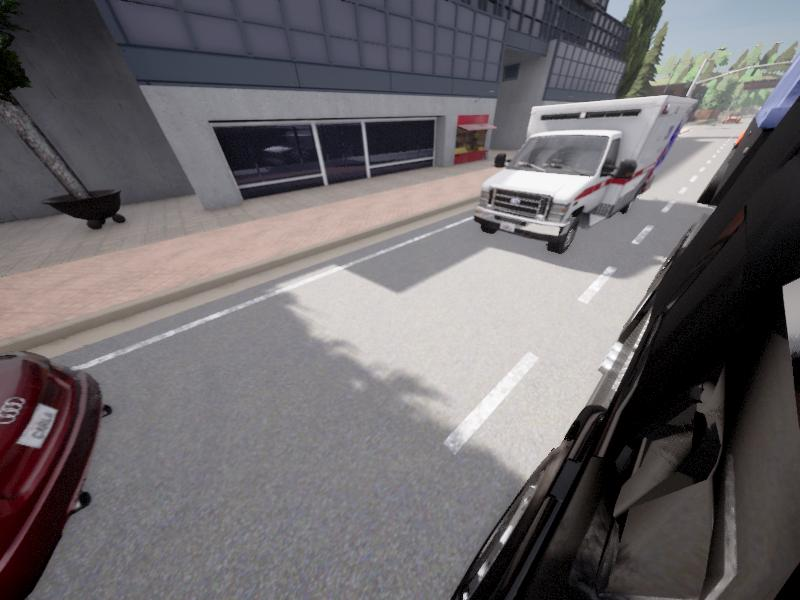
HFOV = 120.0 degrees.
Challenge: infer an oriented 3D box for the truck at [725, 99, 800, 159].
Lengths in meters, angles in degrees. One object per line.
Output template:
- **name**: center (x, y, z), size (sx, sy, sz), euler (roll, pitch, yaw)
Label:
- **truck**: center (21.871, -9.884, 13.291), size (5.204, 2.467, 2.627), euler (-28, 44, -30)

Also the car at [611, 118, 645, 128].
- **car**: center (49.113, -38.115, 49.852), size (2.163, 1.488, 4.792), euler (-29, 44, -30)

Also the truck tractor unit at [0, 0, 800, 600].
- **truck tractor unit**: center (2.645, -0.295, 0.351), size (6.516, 4.208, 3.053), euler (-28, 44, -30)

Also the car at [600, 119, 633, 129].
- **car**: center (45.734, -37.140, 48.800), size (2.007, 1.525, 4.514), euler (-29, 44, -30)

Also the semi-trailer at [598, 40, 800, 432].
- **semi-trailer**: center (8.692, -3.621, 4.215), size (14.254, 4.402, 2.717), euler (-28, 44, -30)

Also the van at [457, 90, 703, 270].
- **van**: center (4.552, -3.329, 5.762), size (6.366, 2.431, 2.351), euler (-28, 44, -30)

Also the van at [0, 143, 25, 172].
- **van**: center (-45.236, -15.665, 25.401), size (1.988, 2.561, 5.915), euler (-28, 44, -30)

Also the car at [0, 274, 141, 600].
- **car**: center (-4.047, 1.631, 0.618), size (4.181, 1.385, 1.994), euler (-27, 43, -28)

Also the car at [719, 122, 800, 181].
- **car**: center (15.848, -6.332, 9.639), size (4.611, 1.667, 2.242), euler (-28, 44, -30)

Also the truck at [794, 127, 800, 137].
- **truck**: center (38.543, -16.070, 20.407), size (5.204, 2.467, 2.627), euler (-28, 44, -30)
